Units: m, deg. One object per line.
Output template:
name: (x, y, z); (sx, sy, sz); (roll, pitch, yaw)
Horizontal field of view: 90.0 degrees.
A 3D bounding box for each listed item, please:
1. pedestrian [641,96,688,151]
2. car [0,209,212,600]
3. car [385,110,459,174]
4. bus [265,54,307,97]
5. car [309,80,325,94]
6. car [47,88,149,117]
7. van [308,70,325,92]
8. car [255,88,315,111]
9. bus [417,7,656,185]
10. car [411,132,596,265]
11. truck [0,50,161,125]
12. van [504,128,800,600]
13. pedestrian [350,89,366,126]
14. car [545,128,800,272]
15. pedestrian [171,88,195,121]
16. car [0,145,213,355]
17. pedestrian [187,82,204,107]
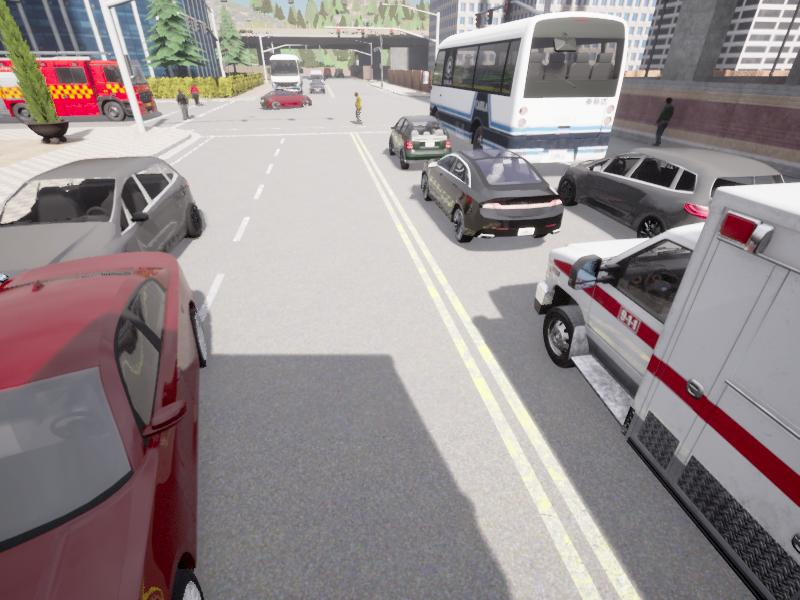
pedestrian: (10.201, -6.821, 15.486); (0.751, 1.860, 0.751); (-4, 31, -7)
car: (-2.600, 0.902, 2.939); (1.882, 1.535, 5.008); (-12, 32, -20)
car: (0.638, -5.793, 14.390); (1.789, 1.549, 3.705); (-5, 31, -9)
bus: (-13.862, -27.990, 49.727); (3.944, 4.253, 10.273); (-5, 31, -9)
car: (-10.711, -27.587, 51.817); (1.812, 1.442, 4.674); (-5, 31, -9)
car: (-21.365, -14.116, 28.569); (5.238, 1.638, 1.930); (-6, 31, -9)
van: (-12.096, -31.906, 58.119); (1.988, 2.561, 5.915); (-5, 31, -9)
car: (-9.503, -16.655, 33.175); (4.181, 1.385, 1.994); (-24, 38, -35)
bus: (3.719, -7.946, 15.397); (3.944, 4.253, 10.273); (-5, 31, -9)
car: (1.776, -2.585, 8.938); (2.128, 1.511, 4.902); (-5, 31, -9)
truck: (-20.571, -13.307, 25.019); (8.468, 3.827, 2.891); (-5, 31, -8)
van: (3.126, 0.793, 2.246); (2.351, 2.431, 6.366); (-5, 31, -9)
pedestrian: (-2.420, -11.111, 23.144); (0.751, 1.860, 0.751); (-6, 31, -11)
car: (5.410, -2.442, 8.533); (2.242, 1.667, 4.611); (-5, 31, -9)
pedestrian: (-13.743, -12.402, 25.363); (0.751, 1.860, 0.751); (-5, 31, -9)
car: (-4.937, -1.214, 6.462); (2.242, 1.667, 4.611); (-6, 30, -8)
pedestrian: (-17.599, -17.688, 34.416); (0.751, 1.860, 0.751); (-6, 31, -10)
